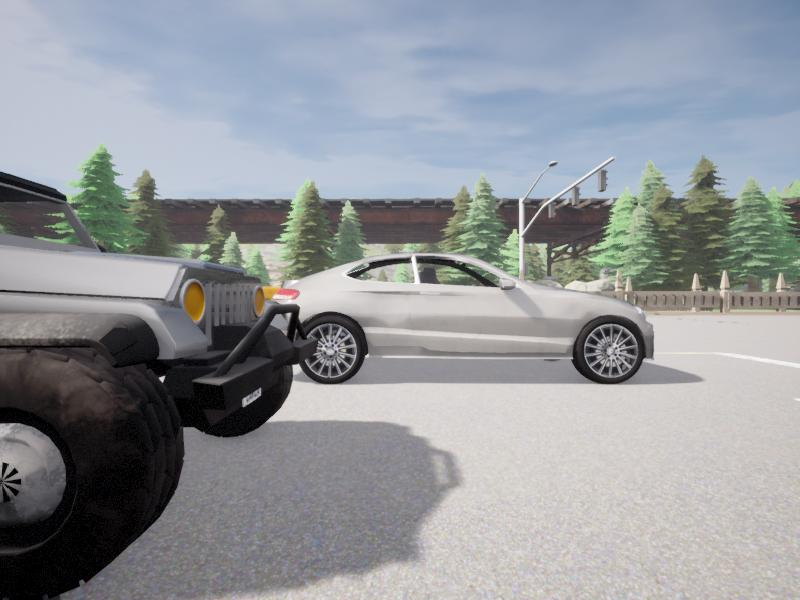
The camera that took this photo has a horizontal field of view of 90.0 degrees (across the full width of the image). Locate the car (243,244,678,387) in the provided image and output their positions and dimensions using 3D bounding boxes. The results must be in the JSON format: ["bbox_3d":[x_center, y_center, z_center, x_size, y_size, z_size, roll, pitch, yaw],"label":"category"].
[{"bbox_3d":[0.699,0.181,5.701,5.027,1.651,2.152,0,0,0],"label":"car"}]

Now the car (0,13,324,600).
[{"bbox_3d":[-2.535,0.046,2.201,3.866,1.878,1.905,0,0,0],"label":"car"}]
